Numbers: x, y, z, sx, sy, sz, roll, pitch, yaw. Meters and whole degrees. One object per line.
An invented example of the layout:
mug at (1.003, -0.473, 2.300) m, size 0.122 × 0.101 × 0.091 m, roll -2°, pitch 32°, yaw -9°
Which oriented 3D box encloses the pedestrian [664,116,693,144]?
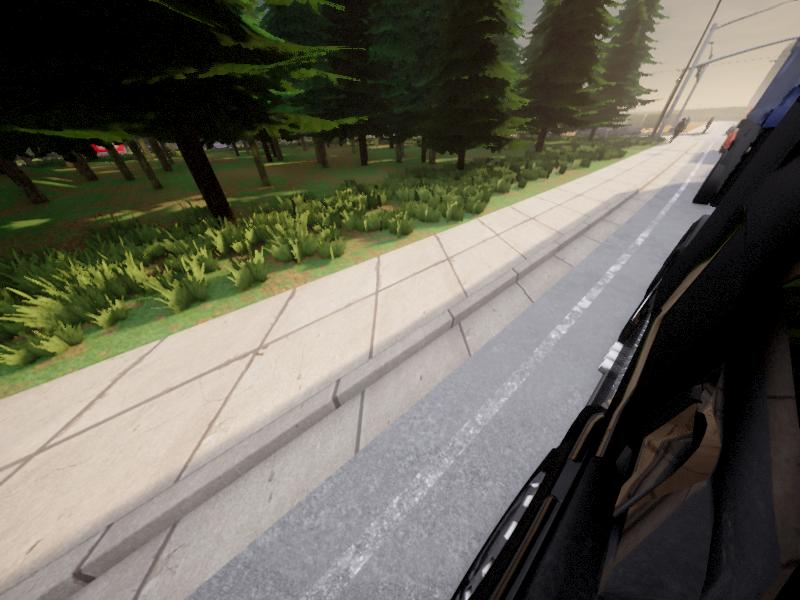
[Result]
pedestrian at (23.980, -14.634, 19.927) m, size 0.751 × 1.860 × 0.751 m, roll -25°, pitch 42°, yaw -27°

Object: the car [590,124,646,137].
car at (30.826, -24.074, 32.884) m, size 2.033 × 1.411 × 5.357 m, roll -30°, pitch 45°, yaw -32°

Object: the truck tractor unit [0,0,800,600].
truck tractor unit at (2.645, -0.295, 0.351) m, size 6.516 × 4.208 × 3.053 m, roll -28°, pitch 44°, yaw -30°

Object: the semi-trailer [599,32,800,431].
semi-trailer at (8.645, -3.637, 4.286) m, size 14.254 × 4.402 × 2.717 m, roll -29°, pitch 44°, yaw -30°

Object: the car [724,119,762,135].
car at (41.682, -20.976, 28.061) m, size 4.181 × 1.385 × 1.994 m, roll -27°, pitch 43°, yaw -29°

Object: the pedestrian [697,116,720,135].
pedestrian at (39.008, -22.092, 29.276) m, size 0.751 × 1.860 × 0.751 m, roll 10°, pitch 39°, yaw 17°

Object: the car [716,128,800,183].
car at (15.880, -6.334, 9.908) m, size 4.902 × 1.511 × 2.128 m, roll -29°, pitch 44°, yaw -30°

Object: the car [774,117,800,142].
car at (34.693, -14.433, 19.474) m, size 2.242 × 1.667 × 4.611 m, roll 28°, pitch 46°, yaw 34°

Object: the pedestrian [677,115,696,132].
pedestrian at (40.182, -24.708, 32.443) m, size 0.751 × 1.860 × 0.751 m, roll 17°, pitch 41°, yaw 24°

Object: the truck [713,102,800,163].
truck at (21.363, -9.892, 13.494) m, size 5.204 × 2.467 × 2.627 m, roll -30°, pitch 45°, yaw -30°
